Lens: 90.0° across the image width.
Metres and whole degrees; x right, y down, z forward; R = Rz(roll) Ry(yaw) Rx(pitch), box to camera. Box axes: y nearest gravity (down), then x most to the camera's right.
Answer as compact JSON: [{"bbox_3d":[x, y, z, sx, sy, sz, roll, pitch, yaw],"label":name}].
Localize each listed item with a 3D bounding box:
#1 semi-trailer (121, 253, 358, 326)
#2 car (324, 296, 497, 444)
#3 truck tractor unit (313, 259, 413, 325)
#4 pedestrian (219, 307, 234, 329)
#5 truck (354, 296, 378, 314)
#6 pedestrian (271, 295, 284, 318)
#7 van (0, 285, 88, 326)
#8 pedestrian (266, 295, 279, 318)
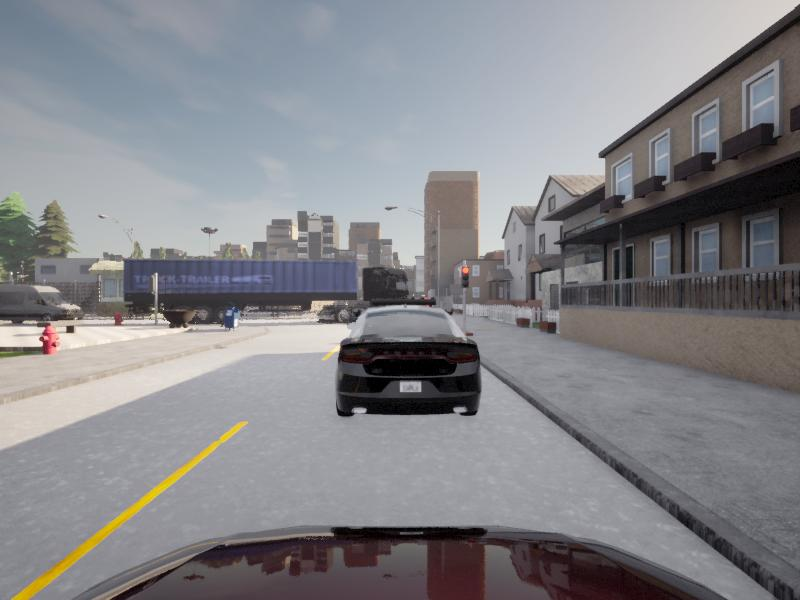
[{"bbox_3d":[-10.005,-0.624,26.613,14.254,4.402,2.717,0,0,-9],"label":"semi-trailer"},{"bbox_3d":[0.062,0.771,7.066,1.930,1.638,5.238,0,0,-1],"label":"car"},{"bbox_3d":[-2.564,-0.522,28.765,6.516,4.208,3.053,0,1,-38],"label":"truck tractor unit"},{"bbox_3d":[-8.844,0.904,20.434,0.500,1.100,0.500,0,0,14],"label":"pedestrian"},{"bbox_3d":[-4.111,0.542,49.206,2.390,2.098,6.274,0,0,0],"label":"truck"},{"bbox_3d":[-10.138,0.534,33.130,0.751,1.860,0.751,0,0,20],"label":"pedestrian"},{"bbox_3d":[-24.060,0.322,26.099,5.915,2.561,1.988,0,0,1],"label":"van"},{"bbox_3d":[-10.664,0.534,33.471,0.751,1.860,0.751,0,0,42],"label":"pedestrian"}]
